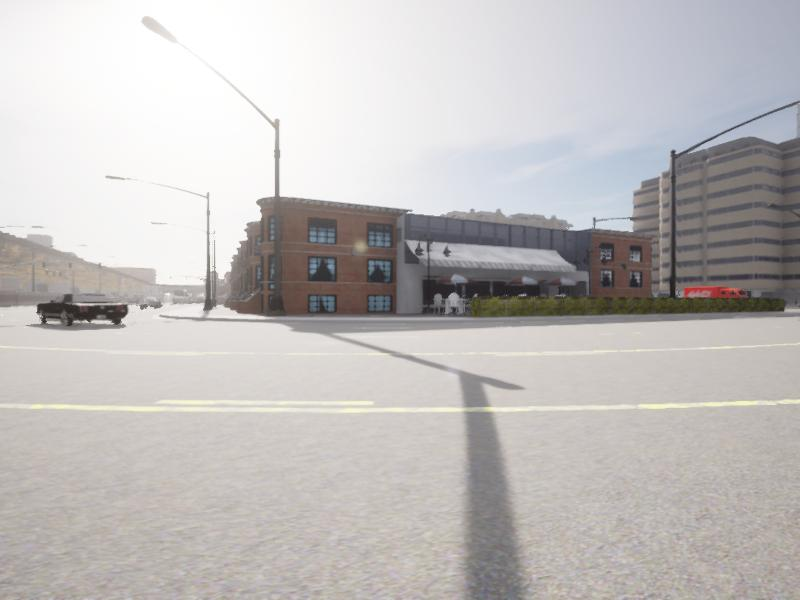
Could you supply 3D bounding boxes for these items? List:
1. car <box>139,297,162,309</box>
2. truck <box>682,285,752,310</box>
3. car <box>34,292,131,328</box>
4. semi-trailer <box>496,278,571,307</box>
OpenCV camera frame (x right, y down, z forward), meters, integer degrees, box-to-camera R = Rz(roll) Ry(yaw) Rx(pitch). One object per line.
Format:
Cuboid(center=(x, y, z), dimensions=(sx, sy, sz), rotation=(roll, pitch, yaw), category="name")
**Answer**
Cuboid(center=(-31.904, 0.341, 51.316), dimensions=(1.812, 1.442, 4.674), rotation=(0, 0, -23), category="car")
Cuboid(center=(33.208, -0.212, 42.130), dimensions=(2.627, 2.467, 5.204), rotation=(0, 0, -24), category="truck")
Cuboid(center=(-13.426, 0.370, 16.813), dimensions=(4.718, 1.301, 1.895), rotation=(0, 0, 34), category="car")
Cuboid(center=(21.908, -1.157, 67.348), dimensions=(2.717, 4.402, 14.254), rotation=(0, 0, -26), category="semi-trailer")
